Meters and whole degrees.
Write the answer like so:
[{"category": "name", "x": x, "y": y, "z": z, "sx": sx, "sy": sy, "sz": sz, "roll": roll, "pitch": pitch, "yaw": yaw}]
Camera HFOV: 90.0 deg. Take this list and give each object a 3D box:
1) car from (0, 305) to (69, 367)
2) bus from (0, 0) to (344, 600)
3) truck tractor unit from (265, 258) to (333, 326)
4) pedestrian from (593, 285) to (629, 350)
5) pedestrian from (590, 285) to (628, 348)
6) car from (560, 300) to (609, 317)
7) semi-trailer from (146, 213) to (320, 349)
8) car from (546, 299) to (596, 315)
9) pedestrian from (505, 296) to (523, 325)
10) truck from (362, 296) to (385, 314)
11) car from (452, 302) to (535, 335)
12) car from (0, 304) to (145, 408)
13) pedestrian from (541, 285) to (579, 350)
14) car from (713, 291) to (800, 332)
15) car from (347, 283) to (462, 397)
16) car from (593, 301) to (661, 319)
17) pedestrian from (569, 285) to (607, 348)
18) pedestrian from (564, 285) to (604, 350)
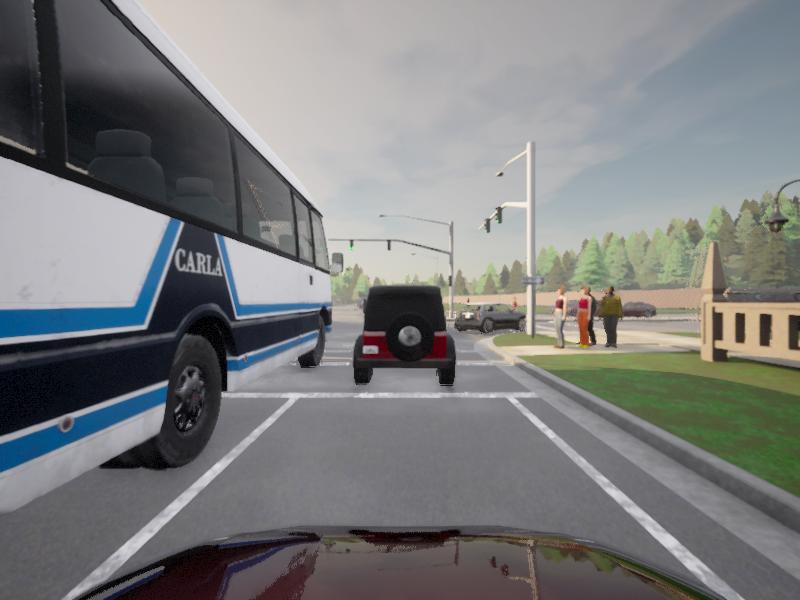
[{"category": "car", "x": -10.433, "y": 0.862, "z": 9.406, "sx": 1.816, "sy": 1.474, "sz": 4.193, "roll": 0, "pitch": 0, "yaw": 0}, {"category": "bus", "x": -3.576, "y": -0.529, "z": 6.058, "sx": 3.944, "sy": 4.253, "sz": 10.273, "roll": 0, "pitch": 0, "yaw": 0}, {"category": "truck tractor unit", "x": -6.792, "y": -0.498, "z": 28.031, "sx": 3.053, "sy": 4.208, "sz": 6.516, "roll": 0, "pitch": 0, "yaw": 0}, {"category": "pedestrian", "x": 6.249, "y": 0.495, "z": 11.836, "sx": 0.751, "sy": 1.860, "sz": 0.751, "roll": 0, "pitch": 0, "yaw": 45}, {"category": "pedestrian", "x": 6.487, "y": 0.495, "z": 12.439, "sx": 0.751, "sy": 1.860, "sz": 0.751, "roll": 0, "pitch": 0, "yaw": -24}, {"category": "car", "x": 18.106, "y": 0.820, "z": 39.432, "sx": 3.988, "sy": 1.617, "sz": 1.851, "roll": 0, "pitch": 0, "yaw": 1}, {"category": "semi-trailer", "x": -6.844, "y": -0.600, "z": 20.119, "sx": 2.717, "sy": 4.402, "sz": 14.254, "roll": 0, "pitch": 0, "yaw": 0}, {"category": "car", "x": 18.287, "y": 0.729, "z": 42.926, "sx": 4.553, "sy": 1.767, "sz": 2.097, "roll": 0, "pitch": 0, "yaw": 1}, {"category": "pedestrian", "x": 7.253, "y": 0.658, "z": 25.449, "sx": 0.751, "sy": 1.860, "sz": 0.751, "roll": 0, "pitch": 0, "yaw": -36}, {"category": "truck", "x": -3.137, "y": 0.582, "z": 49.120, "sx": 2.390, "sy": 2.098, "sz": 6.274, "roll": 0, "pitch": 0, "yaw": 0}, {"category": "car", "x": 4.698, "y": 0.870, "z": 19.991, "sx": 3.806, "sy": 1.475, "sz": 1.970, "roll": 0, "pitch": 0, "yaw": -35}, {"category": "car", "x": -6.966, "y": 0.841, "z": 6.772, "sx": 2.128, "sy": 1.511, "sz": 4.902, "roll": 0, "pitch": 0, "yaw": 1}, {"category": "pedestrian", "x": 4.682, "y": 0.494, "z": 11.734, "sx": 0.751, "sy": 1.860, "sz": 0.751, "roll": 0, "pitch": 0, "yaw": -10}, {"category": "car", "x": 20.056, "y": 0.585, "z": 20.944, "sx": 5.566, "sy": 2.045, "sz": 2.150, "roll": 0, "pitch": 0, "yaw": 2}, {"category": "car", "x": 0.121, "y": 0.655, "z": 8.554, "sx": 1.905, "sy": 1.878, "sz": 3.866, "roll": 0, "pitch": 0, "yaw": 2}, {"category": "car", "x": 20.270, "y": 0.880, "z": 35.891, "sx": 4.792, "sy": 1.488, "sz": 2.163, "roll": 0, "pitch": 0, "yaw": 1}, {"category": "pedestrian", "x": 5.737, "y": 0.495, "z": 12.224, "sx": 0.751, "sy": 1.860, "sz": 0.751, "roll": 0, "pitch": 0, "yaw": -12}, {"category": "pedestrian", "x": 5.412, "y": 0.495, "z": 11.798, "sx": 0.751, "sy": 1.860, "sz": 0.751, "roll": 0, "pitch": 0, "yaw": -15}]
